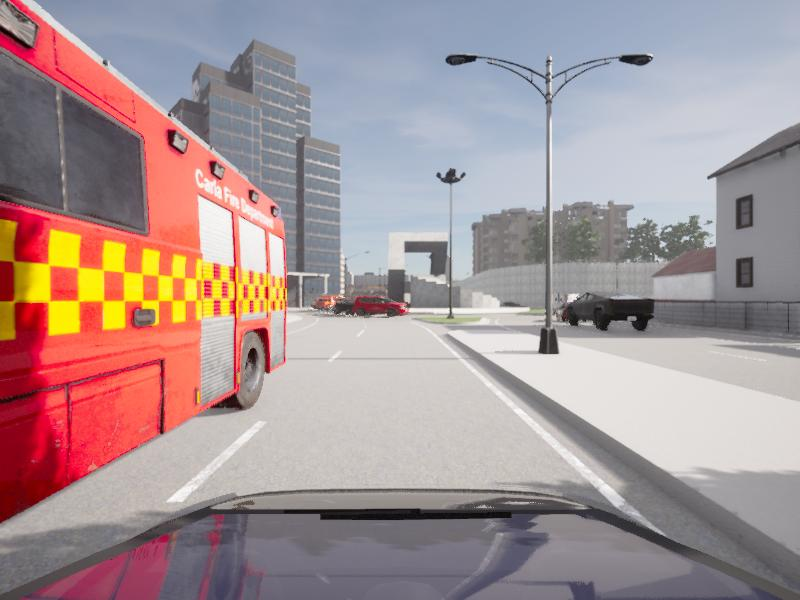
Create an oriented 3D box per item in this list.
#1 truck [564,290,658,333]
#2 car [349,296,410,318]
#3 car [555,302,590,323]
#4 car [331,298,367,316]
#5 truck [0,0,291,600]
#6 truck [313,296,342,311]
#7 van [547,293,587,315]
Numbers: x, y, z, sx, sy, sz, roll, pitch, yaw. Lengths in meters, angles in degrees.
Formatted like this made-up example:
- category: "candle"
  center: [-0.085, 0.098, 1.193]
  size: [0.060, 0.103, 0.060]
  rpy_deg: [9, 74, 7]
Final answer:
- category: "truck"
  center: [11.729, 0.597, 22.935]
  size: [2.390, 2.098, 6.274]
  rpy_deg: [0, 0, 4]
- category: "car"
  center: [-1.971, 0.662, 39.133]
  size: [5.566, 2.045, 2.150]
  rpy_deg: [0, 0, 22]
- category: "car"
  center: [13.321, 0.929, 31.104]
  size: [1.816, 1.474, 4.193]
  rpy_deg: [0, 0, 14]
- category: "car"
  center: [-5.764, 0.755, 45.216]
  size: [3.866, 1.878, 1.905]
  rpy_deg: [0, 0, 40]
- category: "truck"
  center: [-3.536, -0.306, 3.531]
  size: [2.891, 3.827, 8.468]
  rpy_deg: [0, 0, 0]
- category: "truck"
  center: [-12.440, 0.520, 68.851]
  size: [2.627, 2.467, 5.204]
  rpy_deg: [0, 0, 22]
- category: "van"
  center: [19.917, 0.491, 47.495]
  size: [2.351, 2.431, 6.366]
  rpy_deg: [0, 0, 42]
